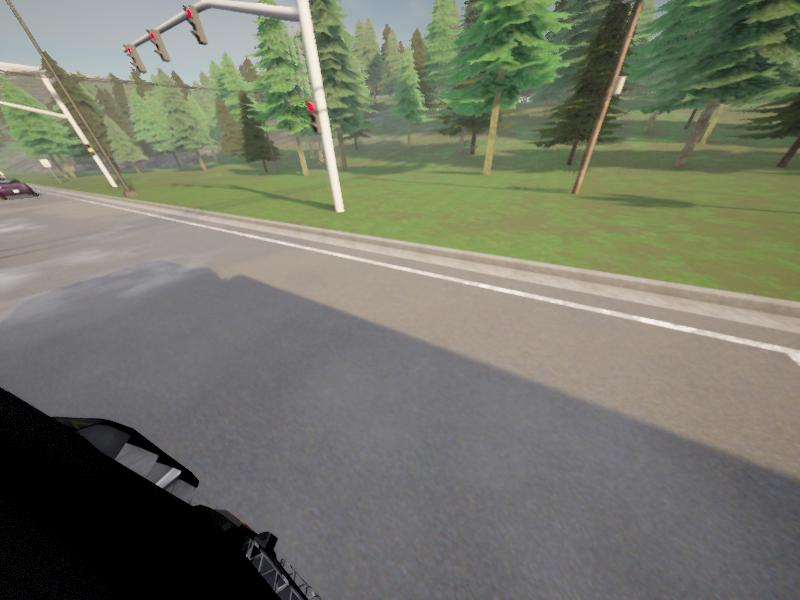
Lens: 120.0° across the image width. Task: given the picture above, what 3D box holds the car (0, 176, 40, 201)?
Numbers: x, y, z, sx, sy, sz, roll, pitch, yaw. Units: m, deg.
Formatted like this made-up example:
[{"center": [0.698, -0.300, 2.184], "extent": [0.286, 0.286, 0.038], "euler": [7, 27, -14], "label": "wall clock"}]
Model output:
[{"center": [-32.239, -9.299, 19.090], "extent": [4.193, 1.474, 1.816], "euler": [16, 38, 26], "label": "car"}]
